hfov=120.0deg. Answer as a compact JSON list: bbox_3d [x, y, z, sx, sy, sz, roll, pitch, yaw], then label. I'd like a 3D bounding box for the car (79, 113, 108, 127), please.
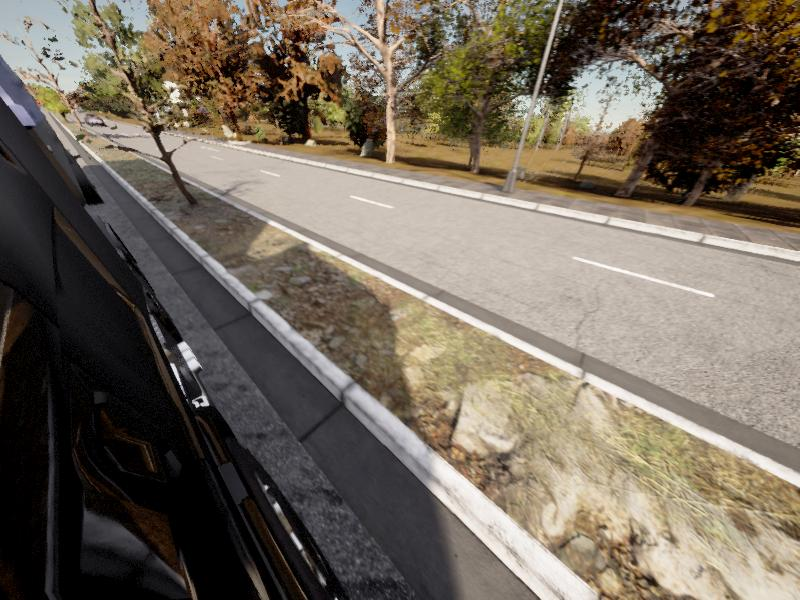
[{"bbox_3d":[-50.327,-29.580,37.954,4.856,1.649,2.033,29,44,29],"label":"car"}]

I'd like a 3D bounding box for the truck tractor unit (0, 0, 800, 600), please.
[{"bbox_3d":[-2.645,-0.295,0.351,6.516,4.208,3.053,28,44,30],"label":"truck tractor unit"}]

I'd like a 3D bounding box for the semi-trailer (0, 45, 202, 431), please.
[{"bbox_3d":[-8.705,-3.593,4.233,14.254,4.402,2.717,28,44,30],"label":"semi-trailer"}]
